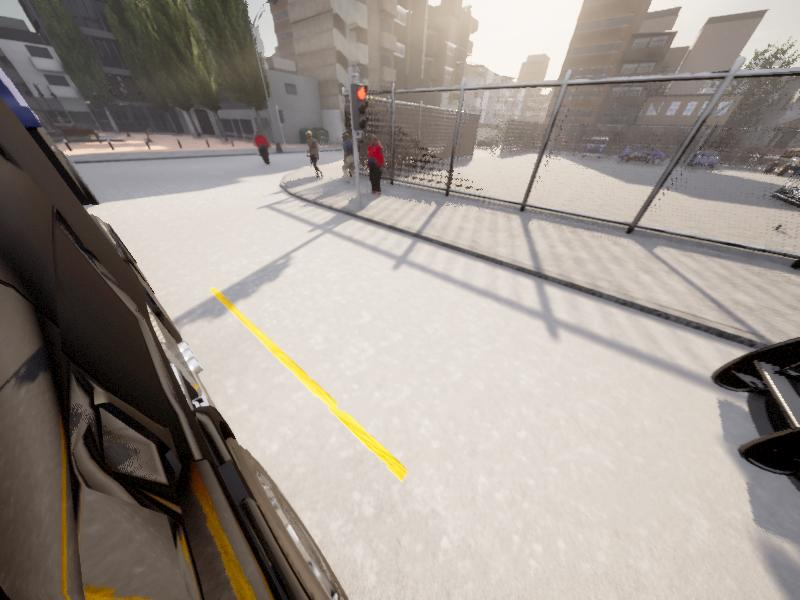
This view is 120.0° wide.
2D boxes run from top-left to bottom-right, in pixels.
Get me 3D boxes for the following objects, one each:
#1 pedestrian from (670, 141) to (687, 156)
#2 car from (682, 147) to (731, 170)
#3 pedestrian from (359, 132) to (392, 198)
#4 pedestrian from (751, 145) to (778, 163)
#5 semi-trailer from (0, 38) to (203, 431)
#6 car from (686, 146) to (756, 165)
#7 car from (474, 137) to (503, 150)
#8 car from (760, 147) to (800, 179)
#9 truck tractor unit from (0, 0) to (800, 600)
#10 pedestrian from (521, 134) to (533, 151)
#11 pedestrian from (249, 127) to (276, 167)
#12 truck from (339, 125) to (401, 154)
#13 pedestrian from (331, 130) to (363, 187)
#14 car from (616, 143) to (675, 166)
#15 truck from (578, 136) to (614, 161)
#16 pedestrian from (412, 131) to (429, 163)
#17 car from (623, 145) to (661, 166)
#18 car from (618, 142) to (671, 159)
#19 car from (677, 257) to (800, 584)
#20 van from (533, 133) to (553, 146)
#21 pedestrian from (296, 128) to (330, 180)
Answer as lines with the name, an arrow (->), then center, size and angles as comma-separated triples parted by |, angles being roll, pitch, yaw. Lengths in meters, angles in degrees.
pedestrian -> 41.350, -22.469, 34.298 | 0.751, 1.860, 0.751 | 28, 44, 30
car -> 28.689, -13.375, 21.787 | 1.845, 1.501, 3.633 | 27, 43, 29
pedestrian -> -0.833, -4.692, 8.063 | 0.751, 1.860, 0.751 | 29, 44, 31
pedestrian -> 45.309, -18.126, 28.742 | 0.751, 1.860, 0.751 | -7, 38, -13
semi-trailer -> -8.750, -3.565, 4.183 | 14.254, 4.402, 2.717 | 28, 43, 29
car -> 40.187, -18.266, 29.144 | 4.892, 1.490, 1.837 | 27, 43, 28
car -> 13.651, -24.065, 35.379 | 2.033, 1.411, 5.357 | 27, 43, 29
car -> 32.104, -11.058, 18.618 | 1.905, 1.878, 3.866 | 27, 43, 29
truck tractor unit -> -2.645, -0.295, 0.352 | 6.516, 4.208, 3.053 | 28, 44, 30
pedestrian -> 17.678, -21.962, 32.213 | 0.751, 1.860, 0.751 | 31, 45, 32
pedestrian -> -7.853, -8.762, 13.261 | 0.751, 1.860, 0.751 | -19, 42, -26
truck -> -2.797, -16.340, 23.510 | 2.390, 2.098, 6.274 | 27, 43, 29
pedestrian -> -2.091, -5.666, 9.287 | 0.751, 1.860, 0.751 | 20, 40, 22
car -> 24.861, -14.896, 23.571 | 3.705, 1.547, 1.789 | 27, 43, 29
truck -> 21.808, -16.899, 25.660 | 2.069, 2.038, 4.478 | 27, 43, 29
pedestrian -> 1.447, -11.071, 16.690 | 0.751, 1.860, 0.751 | -28, 46, -34
car -> 24.781, -15.001, 23.825 | 2.033, 1.415, 5.357 | 27, 43, 29
car -> 34.413, -21.260, 32.777 | 4.902, 1.511, 2.128 | 26, 43, 28
car -> 4.896, 1.562, 0.475 | 5.238, 1.638, 1.930 | 27, 43, 28
van -> 35.865, -40.296, 57.846 | 2.351, 2.431, 6.366 | 27, 43, 29
pedestrian -> -3.770, -6.382, 10.142 | 0.751, 1.860, 0.751 | 21, 40, 22
